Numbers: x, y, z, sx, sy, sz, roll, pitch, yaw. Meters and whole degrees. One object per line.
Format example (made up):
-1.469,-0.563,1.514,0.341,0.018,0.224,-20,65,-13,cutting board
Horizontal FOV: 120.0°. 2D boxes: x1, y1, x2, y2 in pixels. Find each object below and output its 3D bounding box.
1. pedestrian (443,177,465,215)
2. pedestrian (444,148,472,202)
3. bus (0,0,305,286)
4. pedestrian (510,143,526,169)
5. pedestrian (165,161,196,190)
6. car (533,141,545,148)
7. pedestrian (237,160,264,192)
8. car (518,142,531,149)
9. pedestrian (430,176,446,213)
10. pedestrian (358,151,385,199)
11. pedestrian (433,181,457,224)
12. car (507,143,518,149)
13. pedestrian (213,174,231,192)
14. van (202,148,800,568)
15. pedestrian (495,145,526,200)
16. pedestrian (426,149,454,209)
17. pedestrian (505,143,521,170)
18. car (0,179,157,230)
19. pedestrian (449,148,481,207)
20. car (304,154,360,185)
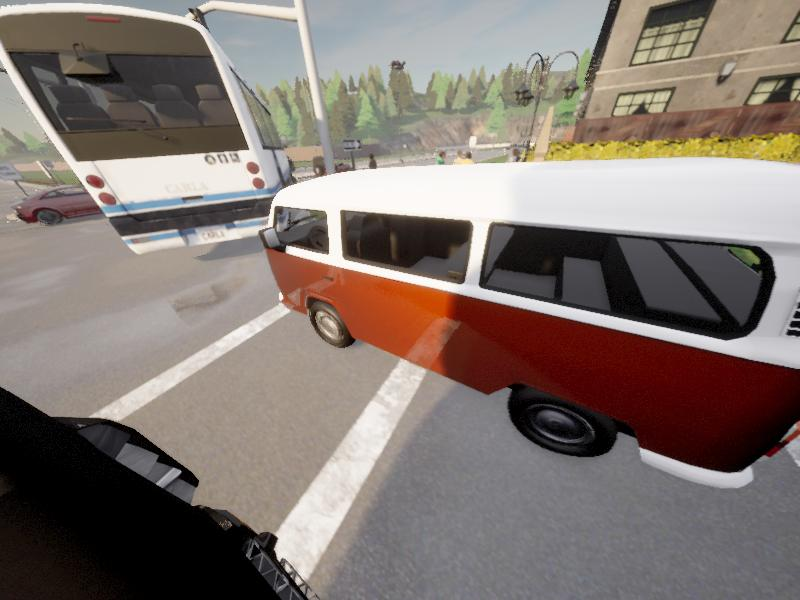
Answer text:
1.812,-3.522,7.831,0.500,1.100,0.500,16,38,26,pedestrian
2.388,-5.182,9.605,0.751,1.860,0.751,18,39,29,pedestrian
-6.231,-5.165,8.413,3.944,4.253,10.273,-14,35,-15,bus
9.965,-12.142,19.531,0.751,1.860,0.751,16,38,26,pedestrian
-16.525,-9.389,17.432,0.751,1.860,0.751,15,37,25,pedestrian
47.362,-52.970,78.609,3.866,1.878,1.905,-29,41,-33,car
-10.413,-8.644,16.109,0.751,1.860,0.751,17,38,27,pedestrian
42.571,-52.976,78.985,4.605,1.855,1.932,-29,41,-33,car
1.319,-3.750,8.214,0.500,1.100,0.500,1,34,6,pedestrian
-1.283,-5.781,10.741,0.751,1.860,0.751,16,38,26,pedestrian
1.352,-2.976,7.044,0.500,1.100,0.500,-7,34,-6,pedestrian
39.181,-53.584,80.522,4.193,1.474,1.816,-29,41,-33,car
-12.973,-8.528,16.822,0.500,1.100,0.500,10,36,19,pedestrian
0.513,-0.327,2.567,4.480,2.038,2.069,16,38,27,van
4.446,-5.130,9.367,0.751,1.860,0.751,11,36,20,pedestrian
1.477,-4.512,8.664,0.751,1.860,0.751,13,37,22,pedestrian
9.322,-11.779,19.032,0.751,1.860,0.751,16,38,26,pedestrian
-15.150,-4.768,11.112,1.994,1.385,4.181,16,38,26,car
2.434,-4.634,8.774,0.751,1.860,0.751,23,41,33,pedestrian
-5.364,-10.687,18.818,1.905,1.878,3.866,16,38,27,car
